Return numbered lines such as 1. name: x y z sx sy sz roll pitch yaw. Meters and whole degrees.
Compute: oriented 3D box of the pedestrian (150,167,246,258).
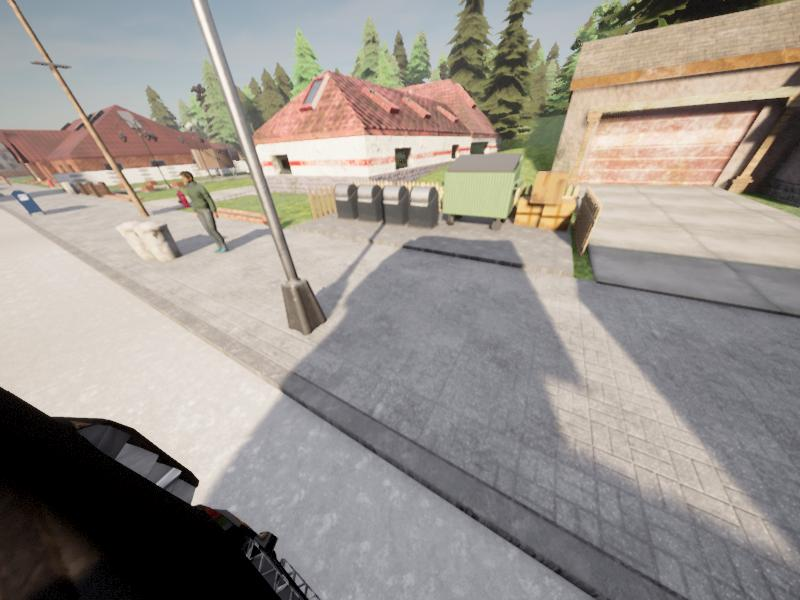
1. pedestrian: -4.627 -2.033 5.458 0.751 1.860 0.751 7 35 14
